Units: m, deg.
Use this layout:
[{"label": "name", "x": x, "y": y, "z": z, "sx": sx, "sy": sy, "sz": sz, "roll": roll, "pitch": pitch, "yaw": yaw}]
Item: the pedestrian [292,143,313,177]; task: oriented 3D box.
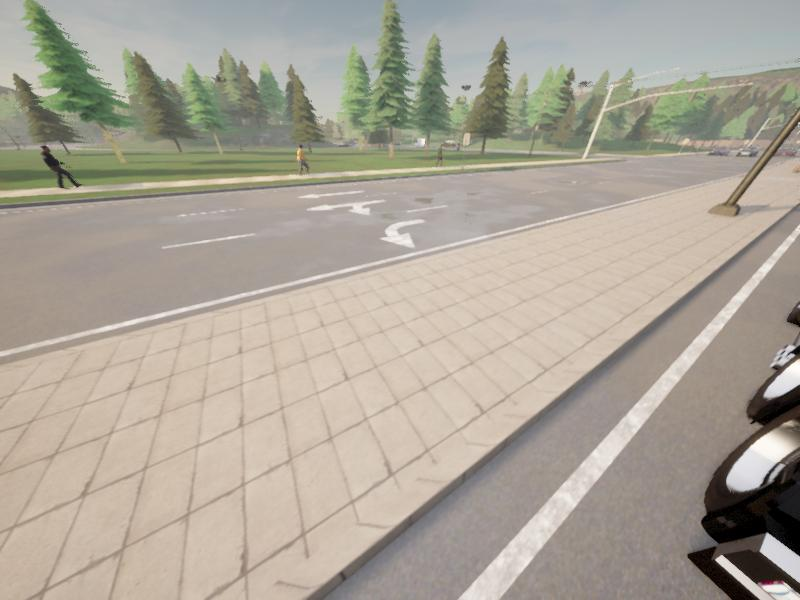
[{"label": "pedestrian", "x": -6.572, "y": -9.446, "z": 15.605, "sx": 0.751, "sy": 1.860, "sz": 0.751, "roll": -17, "pitch": 39, "yaw": -24}]

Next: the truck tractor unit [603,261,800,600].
[{"label": "truck tractor unit", "x": 5.105, "y": -0.305, "z": 0.796, "sx": 6.516, "sy": 4.208, "sz": 3.053, "roll": -18, "pitch": 39, "yaw": -24}]

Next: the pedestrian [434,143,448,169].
[{"label": "pedestrian", "x": 3.595, "y": -12.781, "z": 20.503, "sx": 0.751, "sy": 1.860, "sz": 0.751, "roll": -17, "pitch": 38, "yaw": -23}]

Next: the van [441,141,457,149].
[{"label": "van", "x": 15.047, "y": -47.949, "z": 71.374, "sx": 2.069, "sy": 2.038, "sz": 4.480, "roll": -18, "pitch": 39, "yaw": -24}]

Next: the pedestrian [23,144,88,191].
[{"label": "pedestrian", "x": -16.160, "y": -6.252, "z": 10.915, "sx": 0.751, "sy": 1.860, "sz": 0.751, "roll": -19, "pitch": 39, "yaw": -25}]

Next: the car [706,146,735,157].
[{"label": "car", "x": 62.154, "y": -28.871, "z": 44.829, "sx": 4.974, "sy": 1.542, "sz": 2.038, "roll": -19, "pitch": 39, "yaw": -25}]

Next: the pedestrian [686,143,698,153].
[{"label": "pedestrian", "x": 64.007, "y": -33.283, "z": 50.578, "sx": 0.751, "sy": 1.860, "sz": 0.751, "roll": -18, "pitch": 39, "yaw": -24}]
